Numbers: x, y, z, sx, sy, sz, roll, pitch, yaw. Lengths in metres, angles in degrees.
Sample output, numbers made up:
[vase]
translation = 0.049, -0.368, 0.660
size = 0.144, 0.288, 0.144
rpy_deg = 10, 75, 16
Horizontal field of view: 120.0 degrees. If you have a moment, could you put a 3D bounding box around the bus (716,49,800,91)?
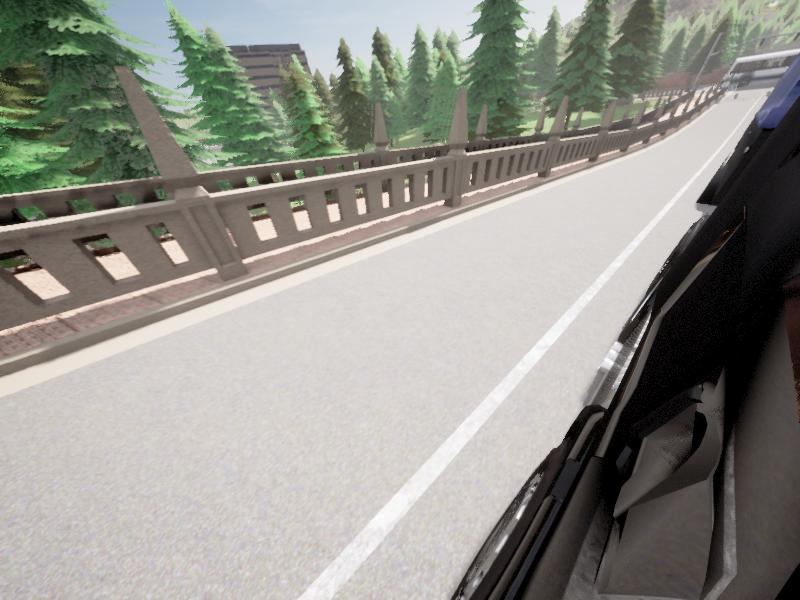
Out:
[bus]
translation = 64.834, -40.421, 40.508
size = 10.273, 4.253, 3.944
rpy_deg = 26, 52, 35

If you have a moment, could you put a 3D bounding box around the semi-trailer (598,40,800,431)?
[semi-trailer]
translation = 8.692, -3.614, 4.227
size = 14.254, 4.402, 2.717
rpy_deg = -28, 44, -30

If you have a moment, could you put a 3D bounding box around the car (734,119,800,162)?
[car]
translation = 21.192, -9.158, 13.139
size = 5.366, 1.575, 1.801
rpy_deg = -29, 44, -29

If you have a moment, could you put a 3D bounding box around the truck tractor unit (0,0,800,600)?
[truck tractor unit]
translation = 2.645, -0.295, 0.352
size = 6.516, 4.208, 3.053
rpy_deg = -28, 44, -30
